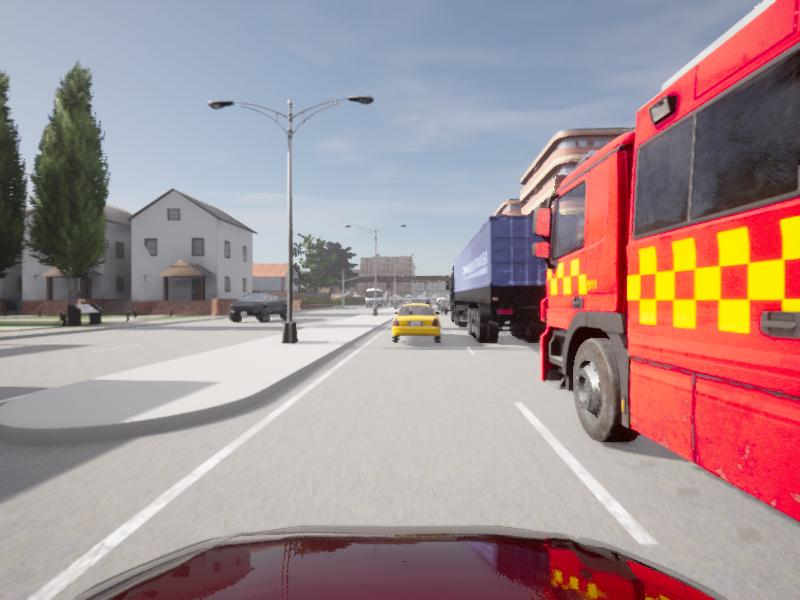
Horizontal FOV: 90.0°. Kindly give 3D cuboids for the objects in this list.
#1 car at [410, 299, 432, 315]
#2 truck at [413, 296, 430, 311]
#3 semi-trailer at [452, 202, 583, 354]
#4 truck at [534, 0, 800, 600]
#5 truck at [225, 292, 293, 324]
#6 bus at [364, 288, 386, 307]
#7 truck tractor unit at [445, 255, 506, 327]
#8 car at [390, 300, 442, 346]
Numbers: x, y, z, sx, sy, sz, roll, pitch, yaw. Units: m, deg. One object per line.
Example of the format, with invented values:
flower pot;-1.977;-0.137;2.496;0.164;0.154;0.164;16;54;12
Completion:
car;2.328;0.765;43.805;2.242;1.667;4.611;0;0;3
truck;3.263;0.554;59.334;2.390;2.098;6.274;0;0;3
semi-trailer;4.346;-0.625;18.774;2.717;4.402;14.254;0;0;3
truck;3.518;-0.320;1.969;2.891;3.827;8.468;0;0;0
truck;-10.069;0.545;29.299;2.390;2.098;6.274;0;0;3
bus;-5.930;-0.522;95.916;3.944;4.253;10.273;0;0;3
truck tractor unit;4.789;-0.523;26.677;3.053;4.208;6.516;-1;0;2
car;0.690;0.804;16.467;1.801;1.575;5.366;0;0;3
